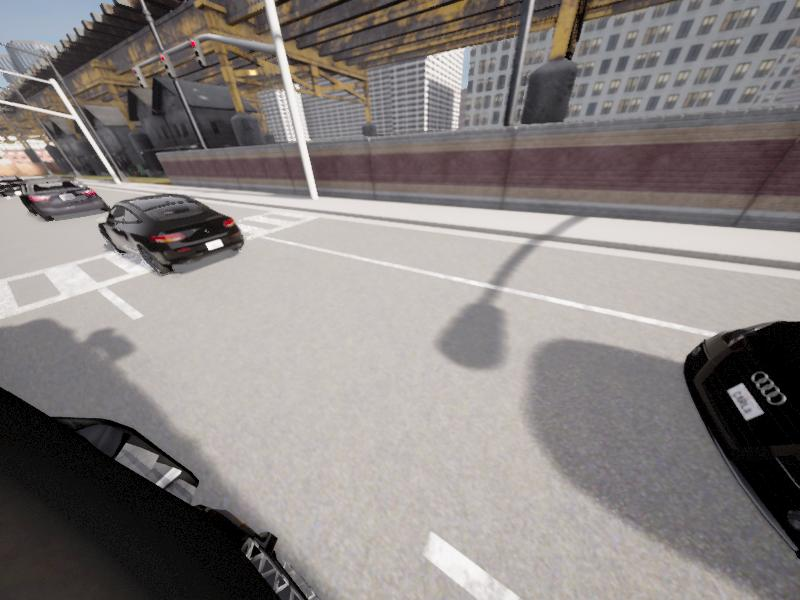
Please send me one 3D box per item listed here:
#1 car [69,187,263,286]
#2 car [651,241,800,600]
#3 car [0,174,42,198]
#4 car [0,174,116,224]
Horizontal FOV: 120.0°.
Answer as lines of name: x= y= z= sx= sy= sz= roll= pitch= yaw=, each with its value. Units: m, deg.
car: x=-6.038 y=-1.916 z=5.966 sx=4.674 sy=1.442 sz=1.812 roll=16 pitch=38 yaw=26
car: x=4.251 y=1.094 z=0.732 sx=4.181 sy=1.385 sz=1.994 roll=16 pitch=38 yaw=26
car: x=-34.976 y=-10.320 z=20.728 sx=4.902 sy=1.511 sz=2.128 roll=16 pitch=38 yaw=26
car: x=-17.018 y=-5.188 z=11.511 sx=4.611 sy=1.667 sz=2.242 roll=16 pitch=38 yaw=26
